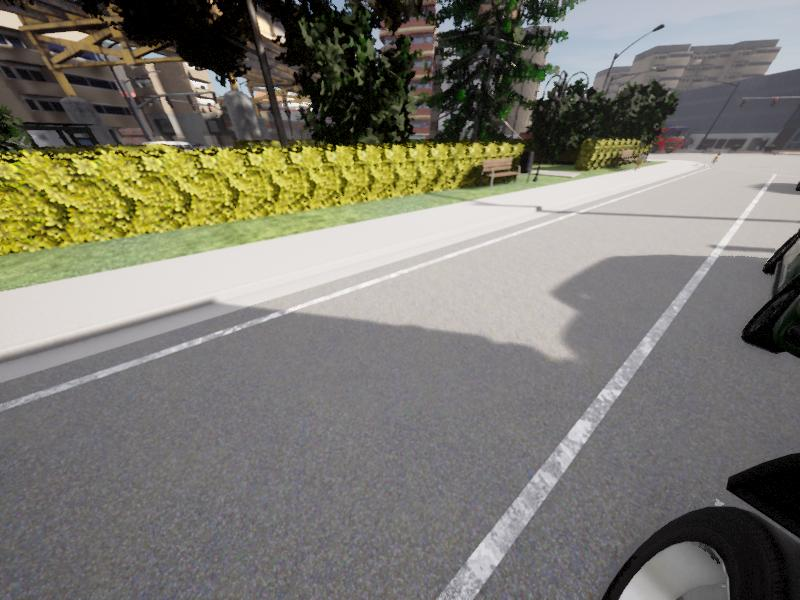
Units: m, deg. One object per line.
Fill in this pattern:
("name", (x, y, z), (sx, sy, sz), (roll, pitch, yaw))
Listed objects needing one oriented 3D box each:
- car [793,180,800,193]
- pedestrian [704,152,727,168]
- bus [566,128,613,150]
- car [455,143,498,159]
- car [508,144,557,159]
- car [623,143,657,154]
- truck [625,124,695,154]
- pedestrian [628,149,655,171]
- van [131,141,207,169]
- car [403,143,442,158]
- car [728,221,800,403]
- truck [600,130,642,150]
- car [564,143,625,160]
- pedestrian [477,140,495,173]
("car", (21.427, -6.098, 11.192), (4.674, 1.442, 1.812), (-22, 40, -27))
("pedestrian", (26.901, -11.952, 19.725), (0.500, 1.100, 0.500), (3, 35, 4))
("bus", (47.915, -41.031, 58.984), (3.944, 4.253, 10.273), (4, 34, 5))
("car", (9.894, -19.684, 30.400), (5.027, 1.651, 2.152), (6, 36, 9))
("car", (16.724, -18.905, 29.375), (4.792, 1.488, 2.163), (6, 36, 9))
("car", (39.782, -25.298, 38.476), (1.970, 1.475, 3.806), (6, 35, 8))
("truck", (43.680, -27.410, 39.464), (2.891, 3.827, 8.468), (6, 35, 8))
("pedestrian", (17.634, -10.223, 16.898), (0.751, 1.300, 0.751), (-25, 42, -30))
("van", (-21.873, -14.040, 22.219), (2.069, 2.038, 4.480), (6, 36, 9))
("car", (3.043, -20.410, 31.474), (5.027, 1.651, 2.152), (6, 36, 9))
("car", (6.719, -0.404, 2.701), (5.566, 2.045, 2.150), (-21, 40, -28))
("truck", (54.759, -39.859, 57.632), (2.891, 3.827, 8.468), (6, 35, 8))
("car", (23.538, -18.242, 28.269), (5.027, 1.651, 2.152), (6, 36, 9))
("pedestrian", (5.778, -9.649, 15.571), (0.751, 1.860, 0.751), (7, 36, 10))
